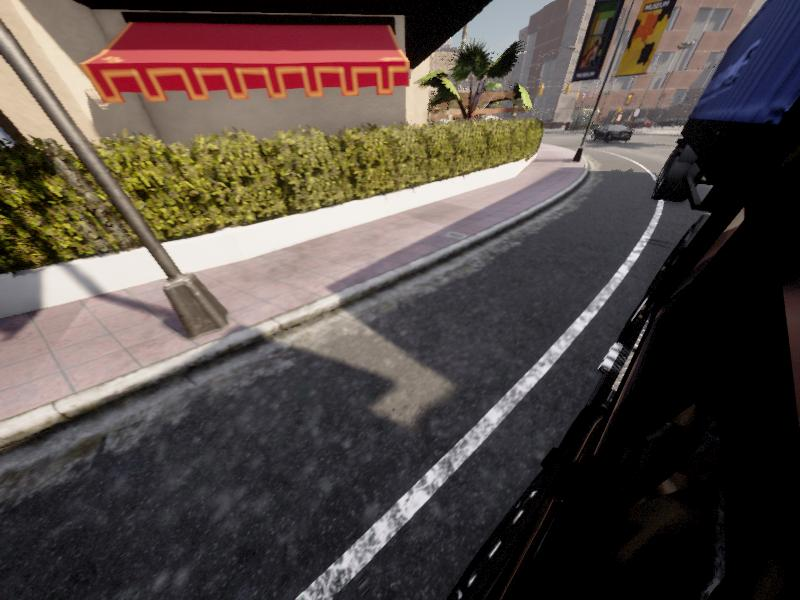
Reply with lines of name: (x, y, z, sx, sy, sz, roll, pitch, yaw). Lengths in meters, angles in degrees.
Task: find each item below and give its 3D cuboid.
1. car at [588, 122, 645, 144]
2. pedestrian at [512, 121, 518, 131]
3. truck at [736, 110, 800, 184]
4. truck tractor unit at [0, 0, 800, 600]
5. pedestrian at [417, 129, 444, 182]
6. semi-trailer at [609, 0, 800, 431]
car: (22.061, -17.315, 23.915, 1.930, 1.638, 5.238, 6, 38, 10)
pedestrian: (29.355, -44.425, 58.966, 0.751, 1.860, 0.751, -7, 37, -6)
truck: (16.181, -5.533, 8.257, 2.390, 2.098, 6.274, 18, 42, 25)
truck tractor unit: (2.645, -0.295, 0.351, 6.516, 4.208, 3.053, -28, 44, -30)
pedestrian: (1.302, -6.322, 10.124, 0.751, 1.860, 0.751, -30, 45, -32)
semi-trailer: (8.141, -3.941, 4.699, 2.717, 4.402, 14.254, 28, 46, 33)
